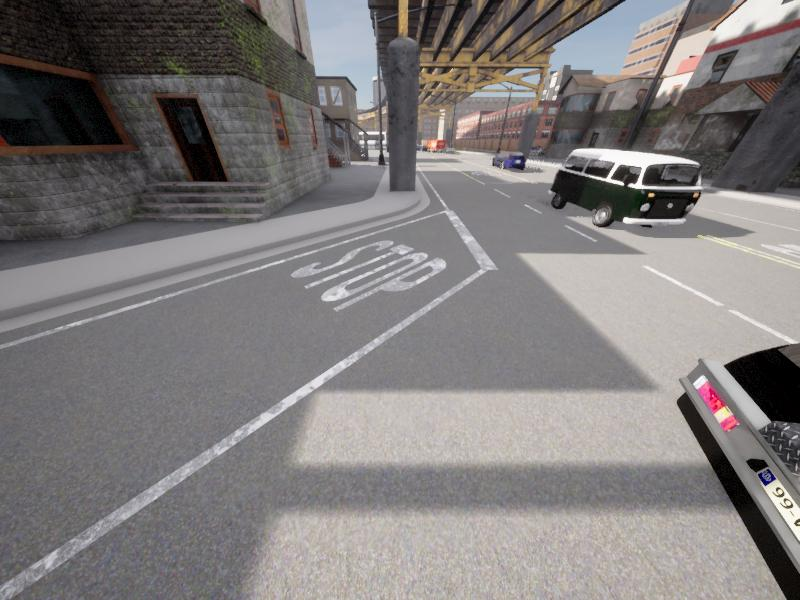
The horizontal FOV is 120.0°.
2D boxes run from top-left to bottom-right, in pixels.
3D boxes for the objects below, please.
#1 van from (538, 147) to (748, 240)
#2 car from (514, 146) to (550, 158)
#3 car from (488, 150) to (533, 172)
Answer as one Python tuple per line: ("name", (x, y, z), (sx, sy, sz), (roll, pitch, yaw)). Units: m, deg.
("van", (7.183, -3.872, 7.871), (2.069, 2.038, 4.480), (0, 36, 0))
("car", (22.765, -25.624, 39.858), (4.974, 1.542, 2.038), (18, 38, 24))
("car", (10.615, -13.730, 22.671), (2.163, 1.488, 4.792), (0, 35, 0))
